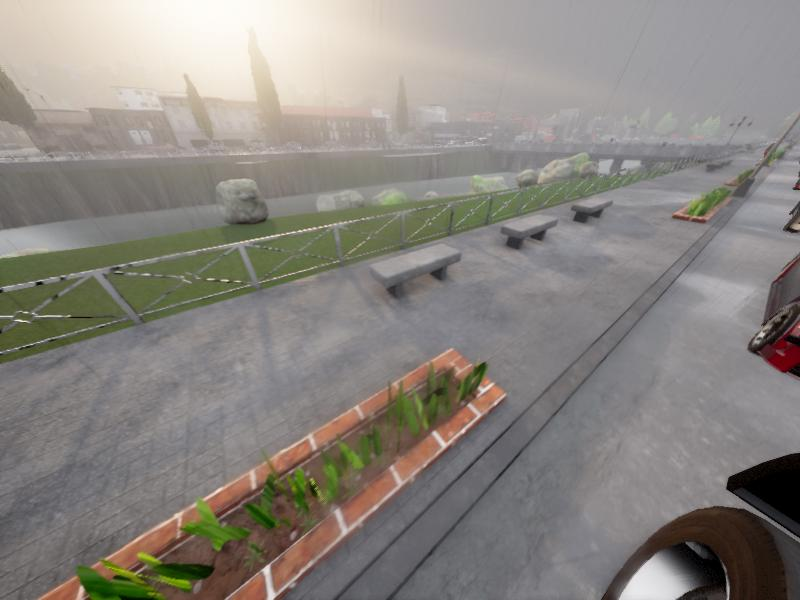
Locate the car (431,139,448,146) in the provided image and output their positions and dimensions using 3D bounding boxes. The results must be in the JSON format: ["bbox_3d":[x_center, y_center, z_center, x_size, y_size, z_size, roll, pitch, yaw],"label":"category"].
[{"bbox_3d":[12.260,-48.727,71.499,5.238,1.638,1.930,-22,41,-28],"label":"car"}]

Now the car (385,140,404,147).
[{"bbox_3d":[-1.422,-43.131,63.710,4.974,1.542,2.038,-22,41,-28],"label":"car"}]

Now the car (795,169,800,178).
[{"bbox_3d":[27.666,-8.724,14.794,4.193,1.474,1.816,-22,41,-28],"label":"car"}]

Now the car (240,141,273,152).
[{"bbox_3d":[-29.573,-31.679,47.637,5.238,1.638,1.930,-22,41,-28],"label":"car"}]

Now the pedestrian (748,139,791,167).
[{"bbox_3d":[29.584,-11.772,18.544,0.751,1.860,0.751,6,36,8],"label":"pedestrian"}]

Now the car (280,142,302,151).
[{"bbox_3d":[-24.032,-33.868,50.843,3.806,1.475,1.970,-22,41,-28],"label":"car"}]

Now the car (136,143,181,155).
[{"bbox_3d":[-42.089,-26.568,40.501,5.027,1.651,2.152,-22,41,-28],"label":"car"}]

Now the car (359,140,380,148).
[{"bbox_3d":[-7.947,-40.494,59.971,4.856,1.649,2.033,-22,41,-28],"label":"car"}]

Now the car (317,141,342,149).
[{"bbox_3d":[-16.672,-36.934,54.993,5.238,1.638,1.930,-22,41,-28],"label":"car"}]

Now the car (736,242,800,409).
[{"bbox_3d":[6.079,0.121,2.524,4.181,1.385,1.994,-22,41,-28],"label":"car"}]

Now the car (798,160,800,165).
[{"bbox_3d":[38.700,-13.244,21.066,5.008,1.535,1.882,-22,41,-28],"label":"car"}]

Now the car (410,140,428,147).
[{"bbox_3d":[5.489,-45.925,67.667,5.008,1.535,1.882,-22,41,-28],"label":"car"}]

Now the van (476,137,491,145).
[{"bbox_3d":[27.388,-52.239,76.024,4.480,2.038,2.069,-22,41,-28],"label":"van"}]

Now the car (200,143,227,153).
[{"bbox_3d":[-35.661,-29.129,44.210,3.806,1.475,1.970,-22,41,-28],"label":"car"}]

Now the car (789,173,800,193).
[{"bbox_3d":[21.188,-6.106,11.086,4.514,1.525,2.007,-22,41,-28],"label":"car"}]

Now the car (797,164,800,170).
[{"bbox_3d":[33.175,-10.991,17.919,3.633,1.501,1.845,-22,41,-28],"label":"car"}]

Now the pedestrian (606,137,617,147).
[{"bbox_3d":[44.928,-33.493,48.997,0.751,1.860,0.751,0,35,0],"label":"pedestrian"}]

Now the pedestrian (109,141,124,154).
[{"bbox_3d":[-48.039,-25.883,39.144,0.751,1.860,0.751,-28,44,-33],"label":"pedestrian"}]

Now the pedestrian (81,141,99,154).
[{"bbox_3d":[-51.302,-25.242,38.259,0.751,1.860,0.751,-7,36,-9],"label":"pedestrian"}]

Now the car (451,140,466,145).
[{"bbox_3d":[19.220,-51.507,75.508,4.892,1.490,1.837,-22,41,-28],"label":"car"}]

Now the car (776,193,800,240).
[{"bbox_3d":[12.698,-2.649,6.247,4.514,1.525,2.007,-22,41,-28],"label":"car"}]
